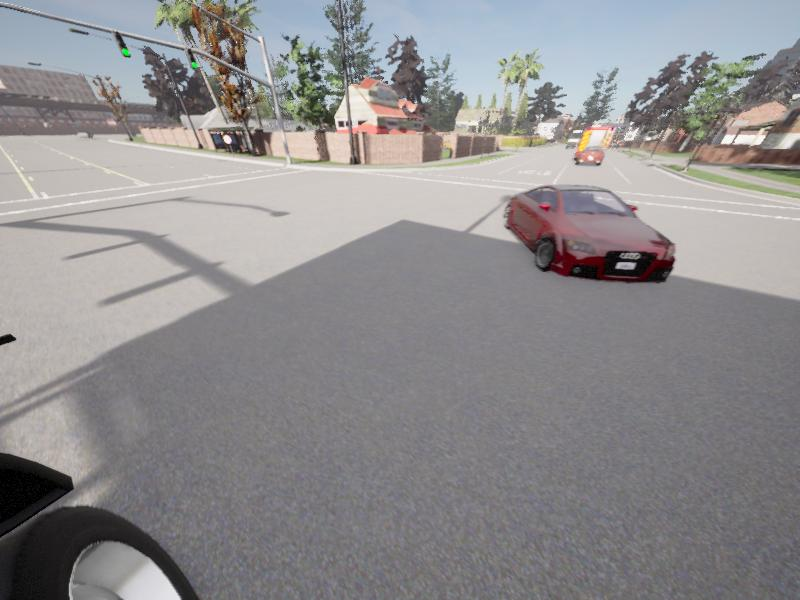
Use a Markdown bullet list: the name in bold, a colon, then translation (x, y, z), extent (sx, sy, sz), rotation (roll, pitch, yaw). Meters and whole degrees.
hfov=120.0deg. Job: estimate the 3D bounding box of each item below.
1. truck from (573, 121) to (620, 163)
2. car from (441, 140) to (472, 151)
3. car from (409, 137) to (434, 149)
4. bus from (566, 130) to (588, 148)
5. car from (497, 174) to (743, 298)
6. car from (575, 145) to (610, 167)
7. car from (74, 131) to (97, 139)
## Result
- **truck**: translation (24.667, -20.041, 29.299), extent (2.891, 3.827, 8.468), rotation (21, 40, 27)
- **car**: translation (10.696, -29.529, 43.995), extent (5.027, 1.636, 2.152), rotation (21, 40, 27)
- **car**: translation (4.317, -32.180, 47.333), extent (4.605, 1.855, 1.932), rotation (21, 40, 27)
- **bus**: translation (55.499, -50.483, 72.448), extent (3.944, 4.253, 10.273), rotation (21, 40, 27)
- **car**: translation (3.996, -1.867, 5.401), extent (1.994, 1.385, 4.181), rotation (3, 35, 4)
- **car**: translation (19.972, -15.071, 24.108), extent (2.152, 1.651, 5.027), rotation (21, 40, 27)
- **car**: translation (-72.711, -38.247, 53.428), extent (1.845, 1.501, 3.633), rotation (-20, 41, -27)
